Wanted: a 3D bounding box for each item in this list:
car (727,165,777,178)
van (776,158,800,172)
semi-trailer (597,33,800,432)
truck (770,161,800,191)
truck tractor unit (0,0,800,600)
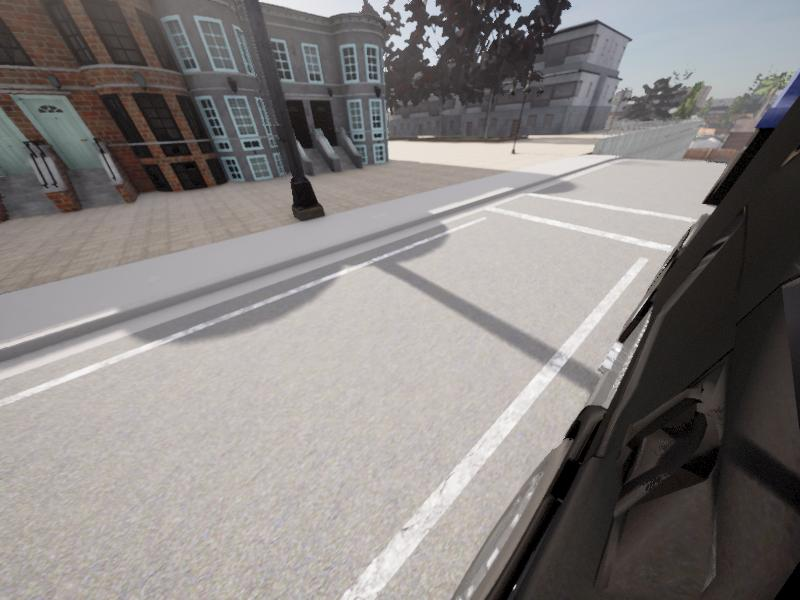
[{"bbox_3d":[66.483,-24.290,43.693,1.882,1.535,5.008,-27,43,-29],"label":"car"},{"bbox_3d":[78.928,-26.602,45.567,1.775,1.987,4.442,-27,43,-29],"label":"van"},{"bbox_3d":[8.756,-3.572,4.160,14.254,4.402,2.717,-28,43,-29],"label":"semi-trailer"},{"bbox_3d":[38.925,-11.820,22.151,6.274,2.098,2.390,-17,38,-36],"label":"truck"},{"bbox_3d":[2.645,-0.295,0.351,6.516,4.208,3.053,-28,44,-30],"label":"truck tractor unit"}]
